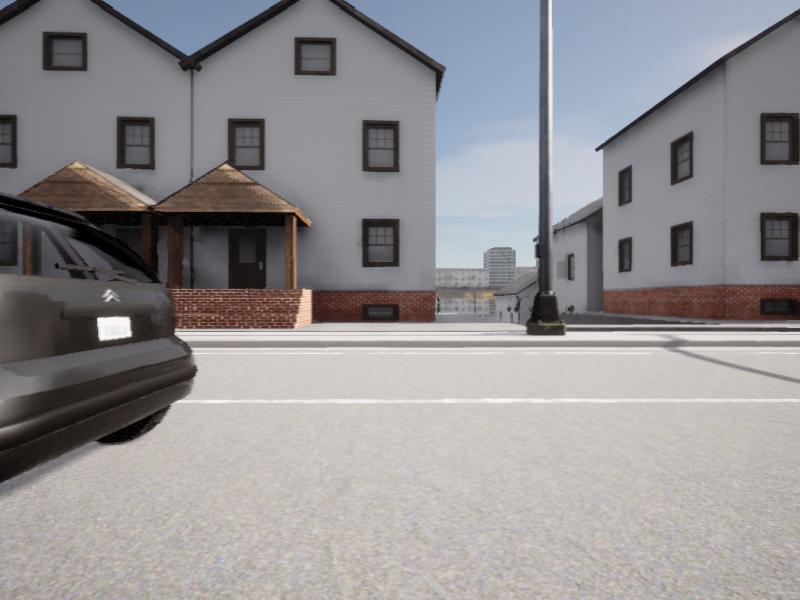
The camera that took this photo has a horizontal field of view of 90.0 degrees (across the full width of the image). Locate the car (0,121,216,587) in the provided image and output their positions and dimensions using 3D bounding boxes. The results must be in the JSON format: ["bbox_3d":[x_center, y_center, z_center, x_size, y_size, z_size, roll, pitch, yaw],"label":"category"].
[{"bbox_3d":[-3.389,0.185,2.104,3.988,1.617,1.851,0,0,-1],"label":"car"}]
